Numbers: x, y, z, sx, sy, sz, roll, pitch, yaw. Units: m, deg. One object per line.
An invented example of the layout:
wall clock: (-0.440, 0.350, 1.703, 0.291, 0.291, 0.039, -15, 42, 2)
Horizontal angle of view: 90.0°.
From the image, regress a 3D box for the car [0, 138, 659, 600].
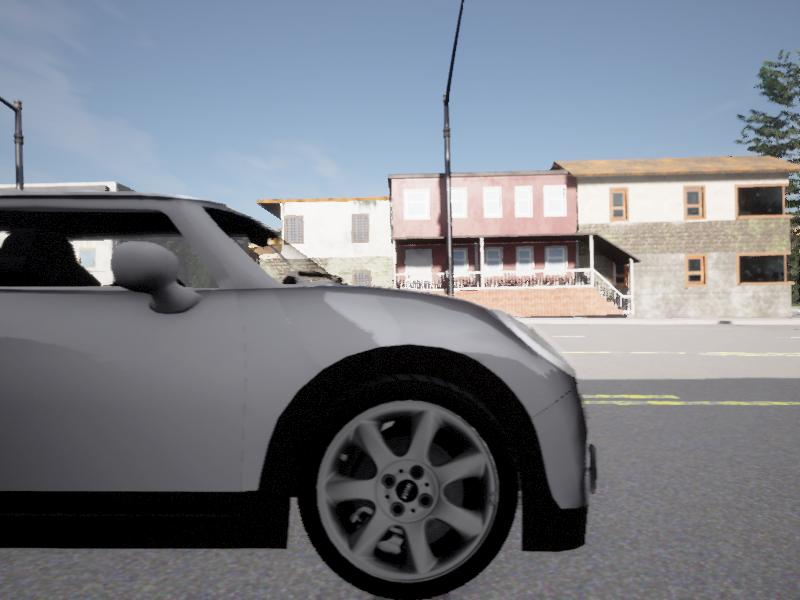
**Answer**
car: (-1.111, 0.252, 2.215, 3.806, 1.475, 1.970, 0, 0, 1)

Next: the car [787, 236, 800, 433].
car: (5.095, 0.271, 2.185, 4.193, 1.474, 1.816, 0, 0, 0)
